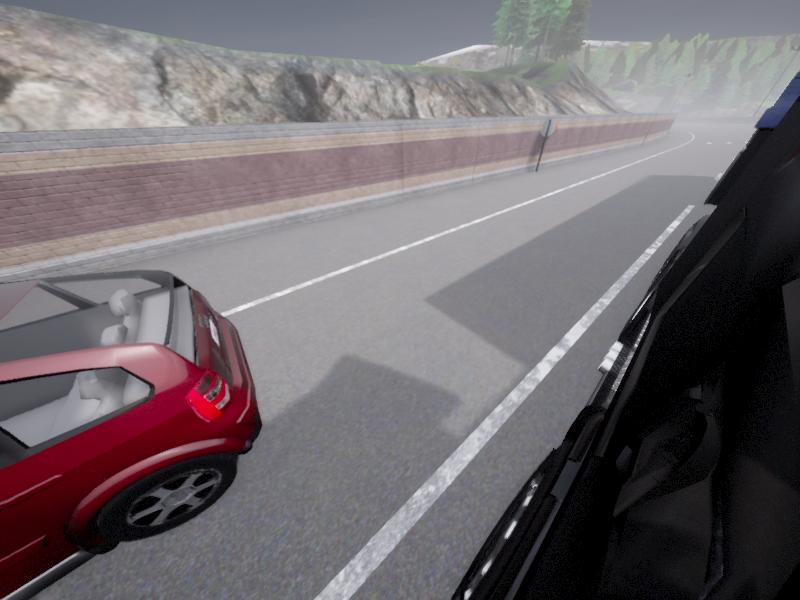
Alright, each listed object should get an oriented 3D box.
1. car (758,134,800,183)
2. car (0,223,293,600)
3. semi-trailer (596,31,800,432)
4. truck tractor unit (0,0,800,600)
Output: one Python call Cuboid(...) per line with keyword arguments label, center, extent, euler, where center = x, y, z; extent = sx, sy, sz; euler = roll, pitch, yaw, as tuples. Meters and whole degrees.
Cuboid(label="car", center=(16.591, -5.696, 9.155), extent=(4.718, 1.301, 1.895), euler=(-31, 45, -33))
Cuboid(label="car", center=(-2.928, 1.039, 1.145), extent=(3.705, 1.549, 1.789), euler=(-26, 43, -29))
Cuboid(label="semi-trailer", center=(8.774, -3.550, 4.156), extent=(14.254, 4.402, 2.717), euler=(-27, 43, -29))
Cuboid(label="truck tractor unit", center=(2.645, -0.295, 0.351), extent=(6.516, 4.208, 3.053), euler=(-28, 44, -30))
